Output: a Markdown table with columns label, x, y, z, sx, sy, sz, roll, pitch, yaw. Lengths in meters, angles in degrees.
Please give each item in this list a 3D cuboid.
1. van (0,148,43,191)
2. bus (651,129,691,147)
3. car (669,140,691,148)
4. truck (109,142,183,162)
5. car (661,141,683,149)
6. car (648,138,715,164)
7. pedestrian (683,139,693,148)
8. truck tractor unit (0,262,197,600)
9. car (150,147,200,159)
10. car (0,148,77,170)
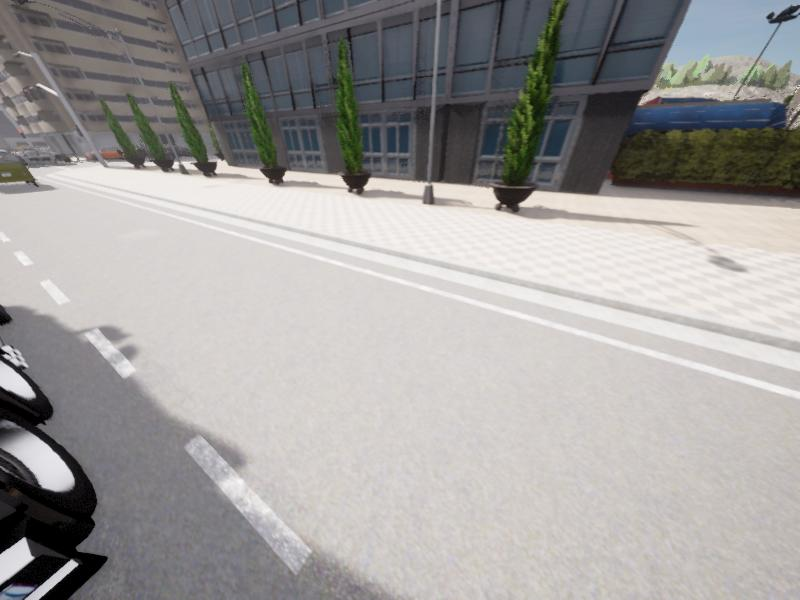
| label | x | y | z | sx | sy | sz | roll | pitch | yaw |
| --- | --- | --- | --- | --- | --- | --- | --- | --- | --- |
| van | -24.277 | -7.939 | 13.918 | 4.442 | 1.987 | 1.775 | 18 | 39 | 25 |
| bus | 80.119 | -48.140 | 68.676 | 3.944 | 4.253 | 10.273 | 18 | 39 | 24 |
| car | 74.567 | -41.564 | 61.664 | 2.242 | 1.667 | 4.611 | 18 | 39 | 24 |
| truck | -35.127 | -20.802 | 32.325 | 2.390 | 2.098 | 6.274 | 18 | 39 | 24 |
| car | 67.787 | -38.822 | 57.693 | 2.033 | 1.649 | 4.856 | 18 | 39 | 24 |
| car | 29.516 | -15.732 | 24.244 | 6.274 | 2.098 | 2.390 | -18 | 39 | -24 |
| pedestrian | 71.809 | -38.953 | 57.612 | 0.751 | 1.860 | 0.751 | 19 | 39 | 26 |
| truck tractor unit | -5.115 | -0.296 | 0.787 | 6.516 | 4.208 | 3.053 | 18 | 39 | 24 |
| car | -35.969 | -23.686 | 37.094 | 2.033 | 1.411 | 5.357 | 18 | 39 | 25 |
| car | -39.633 | -15.285 | 24.872 | 1.930 | 1.638 | 5.238 | 11 | 37 | 17 |
